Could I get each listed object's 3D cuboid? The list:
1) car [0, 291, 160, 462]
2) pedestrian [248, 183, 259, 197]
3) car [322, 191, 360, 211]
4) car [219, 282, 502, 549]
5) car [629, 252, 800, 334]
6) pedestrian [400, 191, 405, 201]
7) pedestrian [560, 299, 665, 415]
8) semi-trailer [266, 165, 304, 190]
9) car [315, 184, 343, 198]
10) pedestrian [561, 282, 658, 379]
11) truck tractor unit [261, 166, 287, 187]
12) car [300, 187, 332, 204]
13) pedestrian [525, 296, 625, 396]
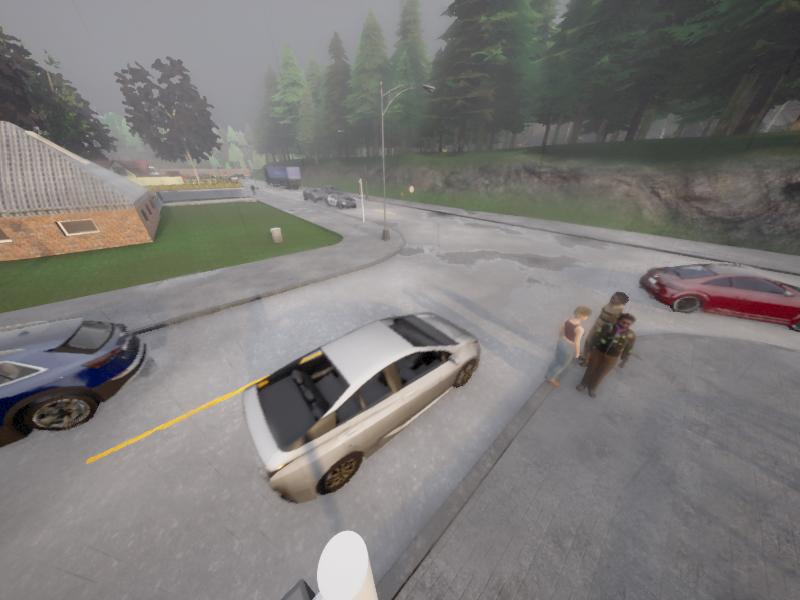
[{"bbox_3d":[-7.534,1.688,3.660,4.856,1.649,2.033,-23,37,-34],"label":"car"},{"bbox_3d":[-21.959,-16.478,34.636,0.751,1.860,0.751,-23,37,-34],"label":"pedestrian"},{"bbox_3d":[-6.774,-11.375,26.382,2.038,1.542,4.974,-23,37,-34],"label":"car"},{"bbox_3d":[-0.325,1.312,4.413,4.514,1.525,2.007,-23,37,-34],"label":"car"},{"bbox_3d":[10.685,-0.302,7.366,4.181,1.385,1.994,12,32,20],"label":"car"},{"bbox_3d":[0.312,-14.157,31.376,0.500,1.100,0.500,-21,36,-32],"label":"pedestrian"},{"bbox_3d":[3.798,1.044,4.252,0.751,1.860,0.751,-25,39,-37],"label":"pedestrian"},{"bbox_3d":[-25.200,-26.732,50.094,2.717,4.402,14.254,-23,37,-34],"label":"semi-trailer"},{"bbox_3d":[-11.166,-17.168,36.278,2.242,1.667,4.611,-23,37,-34],"label":"car"},{"bbox_3d":[4.288,0.653,4.929,0.751,1.860,0.751,9,31,16],"label":"pedestrian"},{"bbox_3d":[-30.284,-29.673,55.402,3.053,4.208,6.516,-23,37,-34],"label":"truck tractor unit"},{"bbox_3d":[-11.336,-14.136,31.074,2.152,1.651,5.027,-23,37,-34],"label":"car"},{"bbox_3d":[3.221,0.921,4.483,0.751,1.860,0.751,0,30,0],"label":"pedestrian"}]
